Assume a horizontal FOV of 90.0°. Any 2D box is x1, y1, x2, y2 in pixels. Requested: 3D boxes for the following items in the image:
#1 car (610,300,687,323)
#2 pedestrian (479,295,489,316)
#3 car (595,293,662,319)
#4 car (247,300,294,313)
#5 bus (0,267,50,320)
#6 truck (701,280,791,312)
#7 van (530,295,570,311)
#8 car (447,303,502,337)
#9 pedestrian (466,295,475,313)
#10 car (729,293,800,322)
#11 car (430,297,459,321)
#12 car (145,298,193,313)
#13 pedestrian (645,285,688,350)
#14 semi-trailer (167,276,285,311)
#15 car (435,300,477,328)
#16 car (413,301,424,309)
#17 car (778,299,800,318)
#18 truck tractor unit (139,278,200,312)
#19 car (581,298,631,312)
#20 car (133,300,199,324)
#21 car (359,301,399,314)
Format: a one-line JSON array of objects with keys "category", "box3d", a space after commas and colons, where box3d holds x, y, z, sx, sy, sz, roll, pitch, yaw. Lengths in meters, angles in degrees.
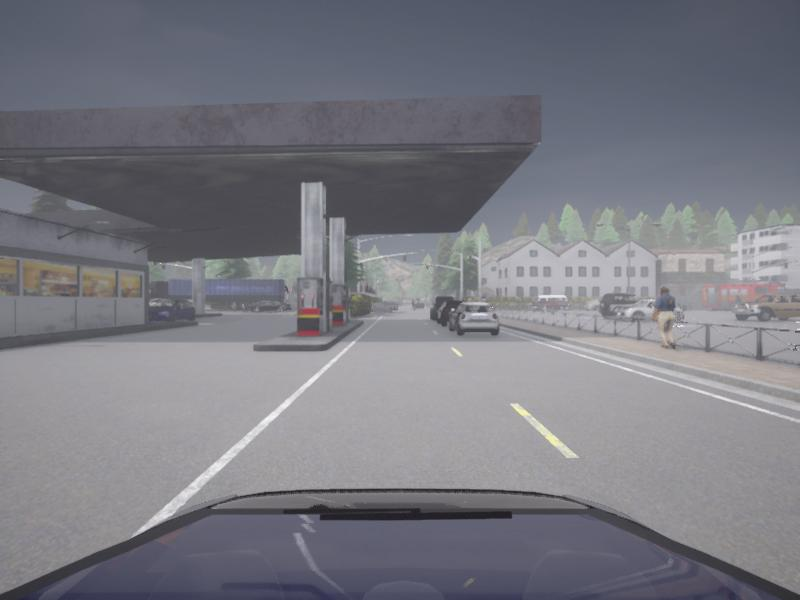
[{"category": "car", "box3d": [16.178, 0.730, 26.159, 3.806, 1.475, 1.970, 0, 0, -1]}, {"category": "pedestrian", "box3d": [7.573, 0.520, 36.024, 0.751, 1.860, 0.751, 0, 0, -1]}, {"category": "car", "box3d": [16.768, 0.450, 29.488, 3.866, 1.878, 1.905, 0, 0, -1]}, {"category": "car", "box3d": [-15.641, 0.788, 48.467, 4.902, 1.511, 2.128, -1, 1, 0]}, {"category": "bus", "box3d": [-34.084, -0.504, 31.540, 3.944, 4.253, 10.273, 0, 0, 0]}, {"category": "truck", "box3d": [41.920, -0.463, 48.697, 8.468, 3.827, 2.891, 0, 0, 0]}, {"category": "van", "box3d": [19.532, 0.430, 52.173, 4.480, 2.038, 2.069, 0, 0, -5]}, {"category": "car", "box3d": [3.497, 0.873, 19.423, 1.970, 1.475, 3.806, 0, 0, 0]}, {"category": "pedestrian", "box3d": [7.482, 0.452, 42.584, 0.751, 1.860, 0.751, 0, 0, -1]}, {"category": "car", "box3d": [24.656, 0.467, 26.250, 4.605, 1.855, 1.932, 0, 0, -1]}, {"category": "car", "box3d": [3.492, 0.678, 32.198, 1.905, 1.878, 3.866, 0, 0, 0]}, {"category": "car", "box3d": [-28.051, 0.638, 48.606, 4.611, 1.667, 2.242, -1, 0, 7]}, {"category": "pedestrian", "box3d": [7.798, 0.497, 11.725, 0.751, 1.860, 0.751, 0, 0, 0]}, {"category": "semi-trailer", "box3d": [-22.404, -0.758, 52.034, 14.254, 4.402, 2.717, 0, 0, 1]}, {"category": "car", "box3d": [3.494, 0.803, 25.746, 2.033, 1.649, 4.856, 0, 0, 0]}, {"category": "car", "box3d": [3.479, 0.896, 75.822, 1.882, 1.535, 5.008, 0, 0, 0]}, {"category": "car", "box3d": [34.624, 0.674, 33.254, 4.514, 1.523, 2.007, 0, 0, -1]}, {"category": "truck tractor unit", "box3d": [-30.279, -0.618, 52.616, 6.516, 4.208, 3.053, -1, 0, 14]}, {"category": "car", "box3d": [25.002, 0.636, 48.621, 5.027, 1.651, 2.152, 0, 0, -1]}, {"category": "car", "box3d": [-17.235, 0.853, 29.822, 2.242, 1.667, 4.611, 0, 0, -1]}, {"category": "car", "box3d": [-2.608, 0.899, 49.075, 4.674, 1.442, 1.812, -1, 1, -13]}]
